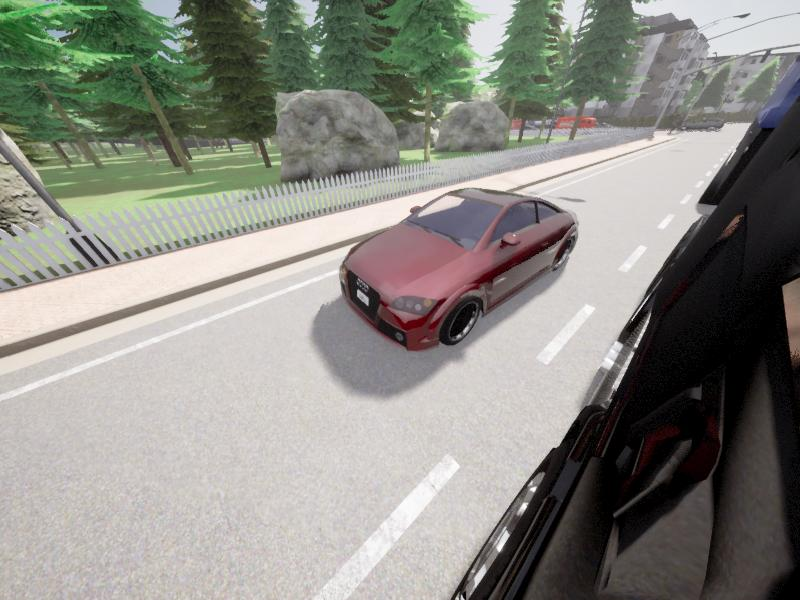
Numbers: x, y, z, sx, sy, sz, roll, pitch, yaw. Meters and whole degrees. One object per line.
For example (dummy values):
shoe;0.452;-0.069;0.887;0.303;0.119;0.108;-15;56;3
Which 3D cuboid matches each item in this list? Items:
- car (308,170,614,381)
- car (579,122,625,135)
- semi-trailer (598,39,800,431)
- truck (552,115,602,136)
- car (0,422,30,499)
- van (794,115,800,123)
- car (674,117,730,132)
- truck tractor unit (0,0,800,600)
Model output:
car;1.112;-0.950;3.699;4.181;1.385;1.994;-26;43;-28
car;31.963;-27.229;36.725;2.128;1.511;4.902;-26;43;-28
semi-trailer;8.707;-3.602;4.215;14.254;4.402;2.717;-28;44;-30
truck;27.676;-27.362;36.374;2.627;2.467;5.204;-26;43;-28
car;-4.472;1.840;0.128;3.988;1.617;1.851;-27;43;-29
van;75.784;-33.623;41.723;6.366;2.431;2.351;-14;38;-15
car;43.659;-25.388;33.514;2.007;1.525;4.514;-26;43;-28
truck tractor unit;2.645;-0.295;0.351;6.516;4.208;3.053;-28;44;-30
